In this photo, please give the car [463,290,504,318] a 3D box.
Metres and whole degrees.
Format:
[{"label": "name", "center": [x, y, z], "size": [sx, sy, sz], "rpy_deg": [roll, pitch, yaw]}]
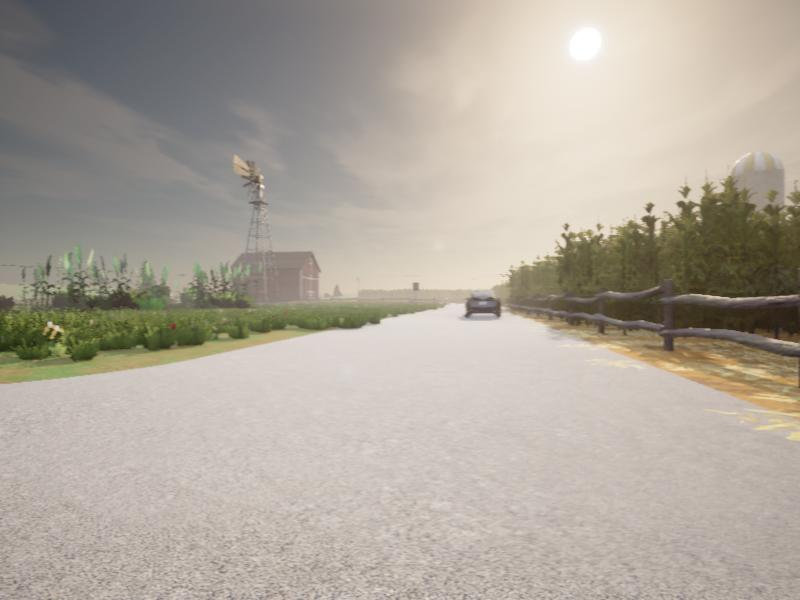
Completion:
[{"label": "car", "center": [4.857, 0.220, 23.646], "size": [2.163, 1.488, 4.792], "rpy_deg": [0, 0, 10]}]
